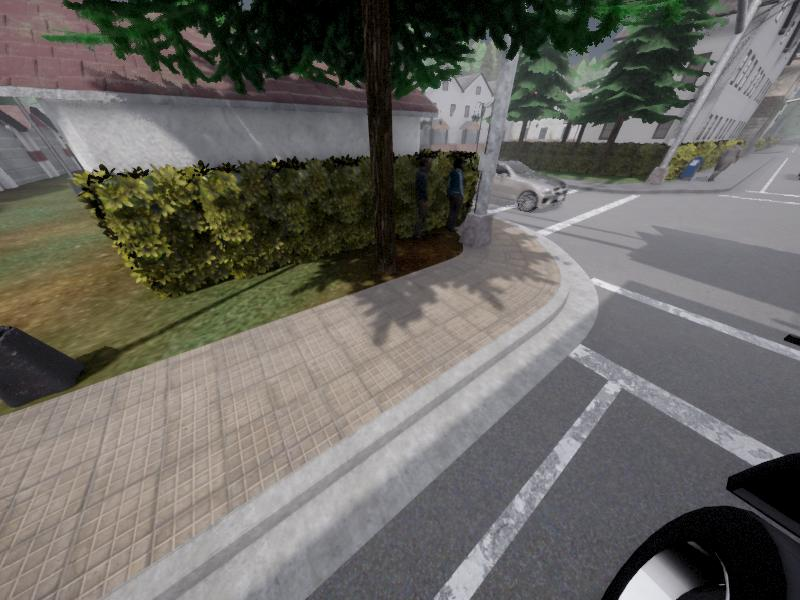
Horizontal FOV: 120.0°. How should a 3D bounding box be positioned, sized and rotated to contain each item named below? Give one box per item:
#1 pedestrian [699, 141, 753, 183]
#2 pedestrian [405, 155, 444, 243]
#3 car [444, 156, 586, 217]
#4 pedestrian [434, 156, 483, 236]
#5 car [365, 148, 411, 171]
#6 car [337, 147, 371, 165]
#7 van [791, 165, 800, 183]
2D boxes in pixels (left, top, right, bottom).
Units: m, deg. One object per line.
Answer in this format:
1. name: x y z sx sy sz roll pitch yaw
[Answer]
1. pedestrian: 17.425 -7.408 12.389 0.751 1.860 0.751 -17 39 -23
2. pedestrian: 0.523 -2.431 5.660 0.751 1.860 0.751 -2 35 -2
3. car: 4.656 -5.297 10.327 2.152 1.651 5.027 -23 41 -29
4. pedestrian: 1.532 -2.847 6.357 0.751 1.860 0.751 -15 38 -19
5. car: -1.235 -13.529 22.128 1.882 1.535 5.008 -22 41 -28
6. car: -5.450 -17.005 27.093 1.882 1.535 5.008 -22 41 -28
7. van: 25.602 -8.114 13.470 4.480 2.038 2.069 -24 42 -28
